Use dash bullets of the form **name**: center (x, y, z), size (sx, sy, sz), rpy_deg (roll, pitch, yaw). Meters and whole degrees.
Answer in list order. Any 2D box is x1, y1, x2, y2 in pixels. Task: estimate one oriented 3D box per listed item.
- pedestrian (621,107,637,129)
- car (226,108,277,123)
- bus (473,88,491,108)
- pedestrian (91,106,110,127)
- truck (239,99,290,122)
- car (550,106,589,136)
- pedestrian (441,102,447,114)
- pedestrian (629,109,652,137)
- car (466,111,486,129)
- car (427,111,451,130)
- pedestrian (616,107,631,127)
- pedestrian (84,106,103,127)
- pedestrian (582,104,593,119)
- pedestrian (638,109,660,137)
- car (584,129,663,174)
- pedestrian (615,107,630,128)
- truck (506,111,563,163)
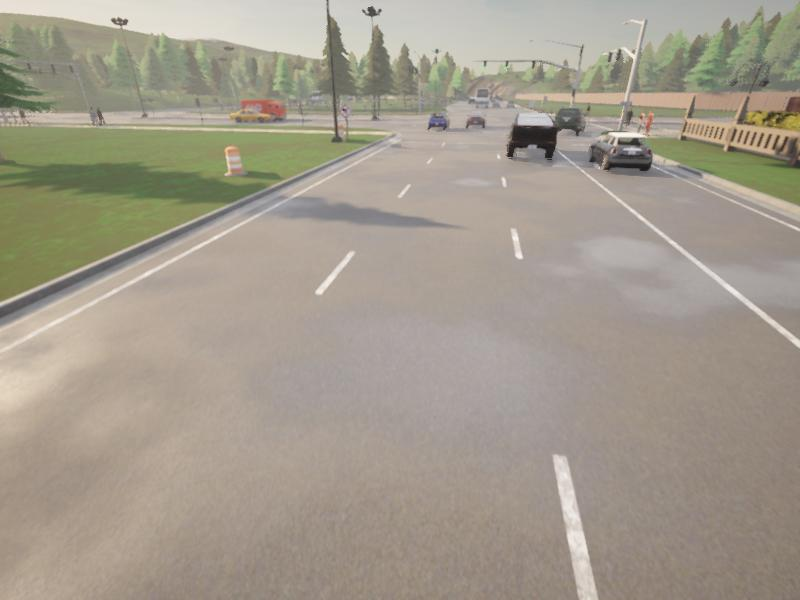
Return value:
- **pedestrian**: center (22.119, -17.578, 38.624), size (0.751, 1.860, 0.751), rpy_deg (5, 28, 10)
- **car**: center (-17.776, -22.117, 47.957), size (5.366, 1.575, 1.801), rpy_deg (5, 28, 10)
- **bus**: center (20.472, -50.430, 99.924), size (3.944, 4.253, 10.273), rpy_deg (5, 28, 10)
- **pedestrian**: center (-30.053, -18.434, 40.152), size (0.751, 1.860, 0.751), rpy_deg (8, 28, 15)
- **truck**: center (-17.101, -24.084, 50.807), size (5.204, 2.467, 2.627), rpy_deg (5, 28, 10)
- **car**: center (14.590, -15.400, 34.261), size (2.150, 2.045, 5.566), rpy_deg (13, 30, 24)
- **pedestrian**: center (7.278, -31.909, 66.539), size (0.751, 1.860, 0.751), rpy_deg (6, 28, 12)
- **pedestrian**: center (17.899, -13.196, 29.788), size (0.751, 1.860, 0.751), rpy_deg (0, 27, -1)
- **car**: center (7.869, -18.692, 41.352), size (1.812, 1.442, 4.674), rpy_deg (5, 27, 10)
- **car**: center (3.829, -17.568, 39.147), size (1.816, 1.474, 4.193), rpy_deg (5, 28, 10)
- **pedestrian**: center (22.657, -18.580, 40.569), size (0.751, 1.860, 0.751), rpy_deg (7, 28, 13)
- **pedestrian**: center (-30.975, -18.574, 40.427), size (0.751, 1.860, 0.751), rpy_deg (8, 28, 15)
- **pedestrian**: center (24.900, -24.986, 53.013), size (0.751, 1.860, 0.751), rpy_deg (0, 27, 1)
- **pedestrian**: center (18.573, -13.223, 29.838), size (0.751, 1.860, 0.751), rpy_deg (-19, 33, -32)
- **car**: center (10.060, -6.899, 18.381), size (1.970, 1.475, 3.806), rpy_deg (5, 28, 10)
- **pedestrian**: center (21.942, -18.009, 39.462), size (0.751, 1.860, 0.751), rpy_deg (7, 28, 13)
- **truck**: center (7.226, -9.232, 22.247), size (2.390, 2.098, 6.274), rpy_deg (6, 28, 12)
